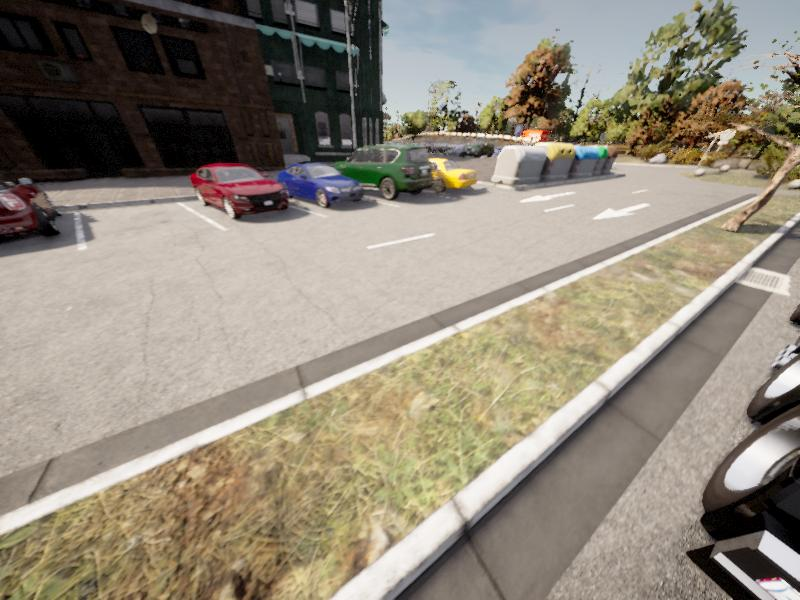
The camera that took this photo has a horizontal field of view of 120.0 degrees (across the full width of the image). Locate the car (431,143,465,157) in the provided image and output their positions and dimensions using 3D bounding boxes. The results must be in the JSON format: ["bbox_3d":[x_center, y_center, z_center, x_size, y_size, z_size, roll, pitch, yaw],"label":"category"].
[{"bbox_3d":[6.750,-21.094,32.396,2.231,1.521,4.892,26,42,32],"label":"car"}]

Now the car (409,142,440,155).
[{"bbox_3d":[3.977,-24.138,36.747,1.946,1.575,5.366,26,42,32],"label":"car"}]

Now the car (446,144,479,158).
[{"bbox_3d":[8.198,-19.584,30.305,2.002,1.452,4.674,27,42,32],"label":"car"}]

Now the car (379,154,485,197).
[{"bbox_3d":[1.501,-6.950,12.577,5.366,1.575,1.946,25,42,32],"label":"car"}]

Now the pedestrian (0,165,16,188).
[{"bbox_3d":[-19.759,-6.363,10.886,0.751,1.860,0.751,-19,39,-28],"label":"pedestrian"}]

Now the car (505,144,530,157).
[{"bbox_3d":[20.726,-26.323,40.690,2.185,1.767,4.553,27,41,31],"label":"car"}]

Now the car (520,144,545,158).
[{"bbox_3d":[22.158,-24.789,38.492,2.185,1.767,4.553,27,40,32],"label":"car"}]

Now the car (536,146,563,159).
[{"bbox_3d":[23.657,-23.184,36.422,2.231,1.521,4.892,27,41,31],"label":"car"}]

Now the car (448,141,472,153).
[{"bbox_3d":[13.345,-33.985,51.424,2.435,2.045,5.566,27,40,32],"label":"car"}]

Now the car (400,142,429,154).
[{"bbox_3d":[2.419,-25.532,38.740,2.231,1.521,4.892,27,42,32],"label":"car"}]

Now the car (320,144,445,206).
[{"bbox_3d":[-1.006,-6.234,11.117,5.566,2.045,2.435,25,42,32],"label":"car"}]

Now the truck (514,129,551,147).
[{"bbox_3d":[25.292,-31.166,44.419,2.627,2.467,5.204,-16,42,-25],"label":"truck"}]

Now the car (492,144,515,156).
[{"bbox_3d":[19.241,-27.835,42.851,2.185,1.767,4.553,27,41,32],"label":"car"}]

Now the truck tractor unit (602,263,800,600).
[{"bbox_3d":[5.108,-0.303,0.785,6.516,4.208,3.053,-18,39,-24],"label":"truck tractor unit"}]

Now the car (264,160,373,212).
[{"bbox_3d":[-3.598,-5.133,10.039,4.674,1.452,2.002,25,41,32],"label":"car"}]

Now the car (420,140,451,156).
[{"bbox_3d":[5.288,-22.668,34.424,2.185,1.767,4.553,26,42,32],"label":"car"}]

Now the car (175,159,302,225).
[{"bbox_3d":[-6.225,-4.315,8.781,5.008,1.535,2.097,25,41,32],"label":"car"}]

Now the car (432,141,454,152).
[{"bbox_3d":[10.346,-36.985,55.707,2.435,2.045,5.566,27,41,32],"label":"car"}]

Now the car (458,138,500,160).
[{"bbox_3d":[9.638,-18.330,28.004,2.435,2.045,5.566,27,42,32],"label":"car"}]

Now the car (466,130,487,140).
[{"bbox_3d":[18.086,-39.100,54.761,2.007,1.525,4.514,-16,42,-25],"label":"car"}]

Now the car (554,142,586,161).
[{"bbox_3d":[25.148,-21.895,34.141,2.435,2.045,5.566,27,40,32],"label":"car"}]

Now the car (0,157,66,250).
[{"bbox_3d":[-11.428,-2.710,6.214,4.553,1.767,2.185,25,42,32],"label":"car"}]

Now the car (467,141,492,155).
[{"bbox_3d":[16.262,-30.938,47.063,2.435,2.045,5.566,27,41,32],"label":"car"}]
